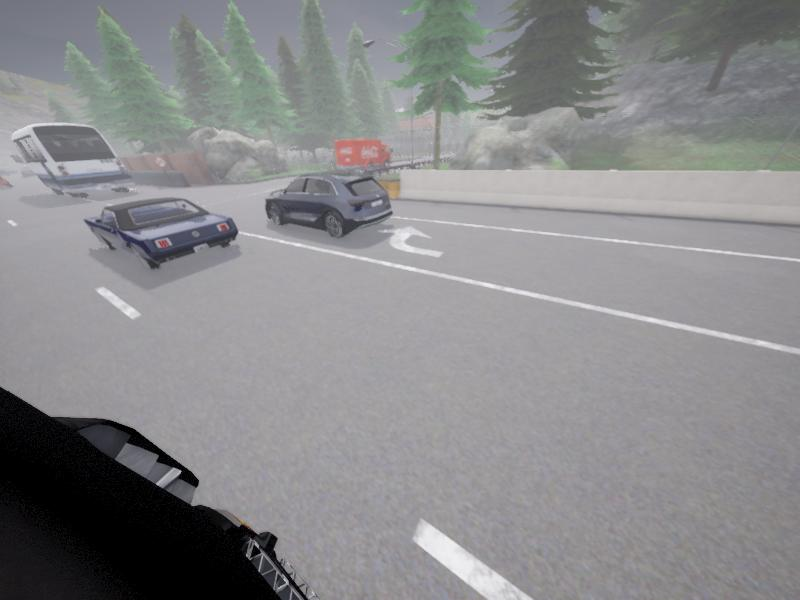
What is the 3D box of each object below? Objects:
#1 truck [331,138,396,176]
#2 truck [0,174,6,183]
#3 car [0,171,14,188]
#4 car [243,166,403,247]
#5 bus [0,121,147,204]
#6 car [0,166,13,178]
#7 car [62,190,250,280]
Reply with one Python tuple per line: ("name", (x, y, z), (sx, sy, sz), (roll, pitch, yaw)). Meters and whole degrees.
("truck", (-2.865, -12.405, 20.034), (2.627, 2.467, 5.204), (17, 37, 27))
("truck", (-63.410, -19.598, 34.571), (8.468, 3.827, 2.891), (19, 40, 29))
("car", (-48.112, -14.100, 27.025), (4.553, 1.767, 2.097), (16, 38, 26))
("car", (-2.515, -3.295, 7.562), (4.856, 1.649, 2.033), (19, 40, 28))
("bus", (-24.925, -10.343, 17.443), (10.273, 4.253, 3.944), (17, 39, 26))
("car", (-91.601, -28.980, 52.340), (2.150, 2.045, 5.566), (-28, 41, -32))
("car", (-6.626, -2.023, 6.275), (4.718, 1.301, 1.895), (16, 38, 26))
